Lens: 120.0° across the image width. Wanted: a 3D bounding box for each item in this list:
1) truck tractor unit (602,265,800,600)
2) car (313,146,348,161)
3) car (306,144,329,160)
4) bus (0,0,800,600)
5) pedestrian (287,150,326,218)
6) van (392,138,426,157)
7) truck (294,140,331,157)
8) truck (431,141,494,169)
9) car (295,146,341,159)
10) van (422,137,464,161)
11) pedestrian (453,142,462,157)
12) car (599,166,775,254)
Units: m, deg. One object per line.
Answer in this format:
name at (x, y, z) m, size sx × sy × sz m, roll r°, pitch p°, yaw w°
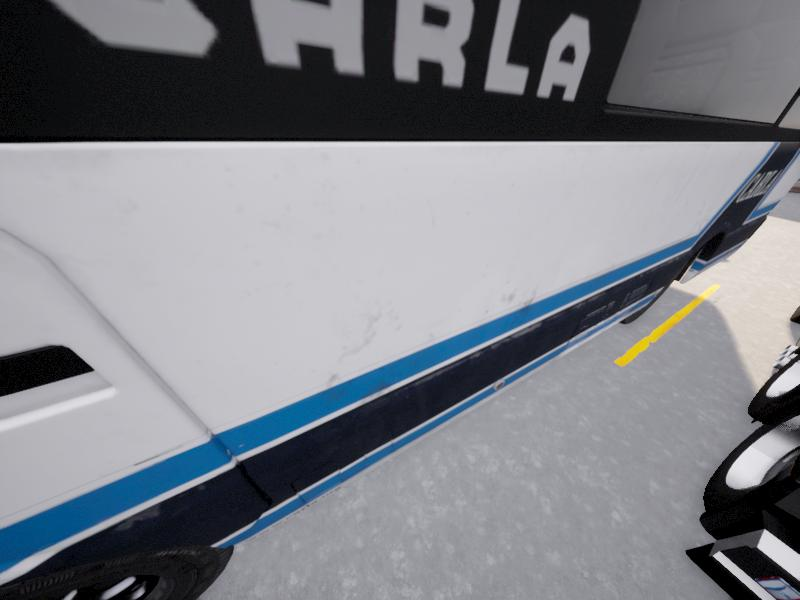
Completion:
truck tractor unit at (5.111, -0.300, 0.780) m, size 6.516 × 4.208 × 3.053 m, roll -18°, pitch 39°, yaw -24°
car at (-8.457, -17.931, 28.214) m, size 3.633 × 1.501 × 1.845 m, roll -18°, pitch 39°, yaw -24°
car at (-11.141, -20.005, 31.154) m, size 1.789 × 1.547 × 3.705 m, roll -18°, pitch 39°, yaw -24°
bus at (0.976, -1.486, 2.419) m, size 10.273 × 4.253 × 3.944 m, roll -17°, pitch 38°, yaw -23°
pedestrian at (-2.962, -3.762, 7.528) m, size 0.751 × 1.860 × 0.751 m, roll -8°, pitch 36°, yaw -12°
van at (1.317, -24.731, 37.385) m, size 2.351 × 2.431 × 6.366 m, roll -18°, pitch 39°, yaw -25°
truck at (-12.914, -22.385, 34.136) m, size 4.478 × 2.038 × 2.069 m, roll -18°, pitch 39°, yaw -24°
truck at (6.117, -14.955, 23.674) m, size 2.390 × 2.098 × 6.274 m, roll -18°, pitch 39°, yaw -24°
car at (-11.114, -20.104, 31.422) m, size 5.357 × 1.415 × 2.033 m, roll -18°, pitch 39°, yaw -24°
van at (5.590, -20.389, 31.087) m, size 1.988 × 2.561 × 5.915 m, roll -18°, pitch 39°, yaw -24°
pedestrian at (8.602, -22.613, 34.671) m, size 0.751 × 1.860 × 0.751 m, roll -13°, pitch 37°, yaw -18°
car at (8.774, -3.026, 7.084) m, size 4.902 × 1.511 × 2.128 m, roll -20°, pitch 40°, yaw -27°
